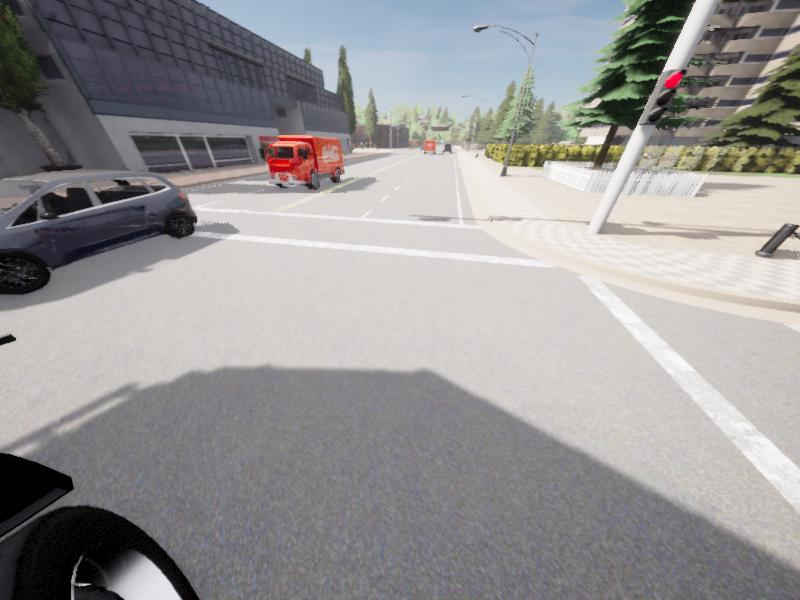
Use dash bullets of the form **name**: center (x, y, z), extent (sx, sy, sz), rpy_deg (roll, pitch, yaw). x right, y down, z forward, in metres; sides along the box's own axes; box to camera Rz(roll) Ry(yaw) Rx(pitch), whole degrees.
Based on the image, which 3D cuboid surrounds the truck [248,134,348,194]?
- **truck**: center (-5.334, -7.995, 13.390), extent (2.627, 2.467, 5.204), rpy_deg (7, 34, 8)

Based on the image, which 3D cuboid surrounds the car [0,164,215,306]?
- **car**: center (-7.267, -1.782, 5.016), extent (2.242, 1.667, 4.611), rpy_deg (6, 35, 8)

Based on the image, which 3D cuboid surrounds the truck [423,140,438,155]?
- **truck**: center (6.568, -32.608, 49.362), extent (2.627, 2.467, 5.204), rpy_deg (7, 35, 8)

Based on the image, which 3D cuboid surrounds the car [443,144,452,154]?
- **car**: center (11.105, -35.227, 53.776), extent (1.905, 1.878, 3.866), rpy_deg (7, 35, 9)

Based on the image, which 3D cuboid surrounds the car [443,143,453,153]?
- **car**: center (12.738, -40.116, 60.769), extent (2.150, 2.045, 5.566), rpy_deg (7, 35, 9)

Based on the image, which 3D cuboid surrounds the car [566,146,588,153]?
- **car**: center (52.689, -44.863, 68.886), extent (4.611, 1.667, 2.242), rpy_deg (7, 35, 9)

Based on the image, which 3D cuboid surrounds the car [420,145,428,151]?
- **car**: center (7.000, -44.060, 66.876), extent (1.816, 1.474, 4.193), rpy_deg (7, 35, 9)
